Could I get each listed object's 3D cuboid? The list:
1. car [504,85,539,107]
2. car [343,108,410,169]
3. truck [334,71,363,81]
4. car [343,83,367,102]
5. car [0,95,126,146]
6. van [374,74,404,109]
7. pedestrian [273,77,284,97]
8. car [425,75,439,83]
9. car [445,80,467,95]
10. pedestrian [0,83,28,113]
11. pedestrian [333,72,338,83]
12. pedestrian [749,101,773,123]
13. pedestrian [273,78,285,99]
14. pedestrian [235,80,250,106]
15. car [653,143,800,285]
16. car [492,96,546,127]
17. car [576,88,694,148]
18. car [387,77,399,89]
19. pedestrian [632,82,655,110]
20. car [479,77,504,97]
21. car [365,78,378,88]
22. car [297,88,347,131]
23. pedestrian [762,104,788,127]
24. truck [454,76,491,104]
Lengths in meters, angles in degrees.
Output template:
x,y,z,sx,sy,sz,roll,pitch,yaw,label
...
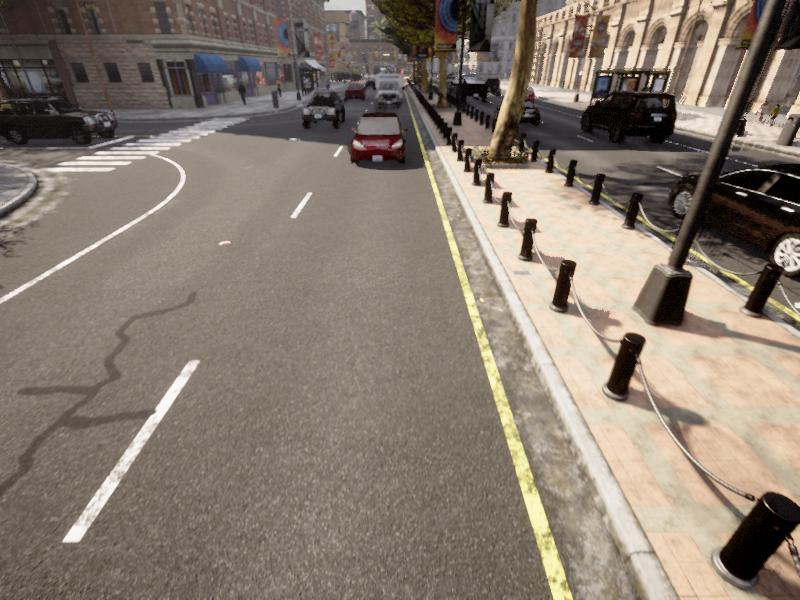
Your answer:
x,y,z,sx,sy,sz,roll,pitch,yaw,label
10.583,-17.912,35.093,1.789,1.549,3.705,0,30,0,car
-0.770,-6.321,15.347,2.163,1.488,4.792,0,30,0,car
-11.840,-51.463,91.935,6.274,2.098,2.390,0,30,-1,truck
-4.455,-21.028,40.442,1.882,1.535,5.008,0,30,0,car
-15.500,-8.101,18.003,4.605,1.855,1.932,0,30,1,car
-0.916,-18.172,34.679,2.351,2.431,6.366,0,31,0,van
-12.835,-22.557,42.388,0.751,1.860,0.751,-4,30,-6,pedestrian
6.674,-46.637,84.334,1.812,1.442,4.674,-5,31,-9,car
6.974,-26.744,50.297,2.128,1.511,4.902,0,30,0,car
-26.989,-14.051,27.838,0.751,1.860,0.751,-1,30,-1,pedestrian
-12.724,-44.181,79.372,0.751,1.860,0.751,-1,30,-1,pedestrian
20.892,-10.862,23.142,0.500,1.100,0.500,-8,31,-14,pedestrian
-11.941,-20.905,39.563,0.751,1.860,0.751,1,30,1,pedestrian
-12.886,-16.949,32.797,0.751,1.860,0.751,-5,31,-8,pedestrian
7.287,-1.778,7.561,1.837,1.490,4.892,0,30,0,car
7.163,-11.628,24.535,1.994,1.385,4.181,0,30,0,car
10.706,-8.767,18.966,2.150,2.045,5.566,0,30,0,car
-1.123,-34.495,63.567,1.812,1.442,4.674,0,30,0,car
18.207,-15.307,29.992,0.751,1.860,0.751,1,30,1,pedestrian
10.501,-24.742,46.445,1.905,1.878,3.866,0,30,0,car
-4.645,-36.170,66.570,1.895,1.301,4.718,0,30,0,car
-4.324,-11.040,23.019,1.932,1.855,4.605,0,31,0,car
20.418,-10.058,21.768,0.500,1.100,0.500,3,30,4,pedestrian
7.049,-20.939,39.737,2.390,2.098,6.274,0,30,0,truck
